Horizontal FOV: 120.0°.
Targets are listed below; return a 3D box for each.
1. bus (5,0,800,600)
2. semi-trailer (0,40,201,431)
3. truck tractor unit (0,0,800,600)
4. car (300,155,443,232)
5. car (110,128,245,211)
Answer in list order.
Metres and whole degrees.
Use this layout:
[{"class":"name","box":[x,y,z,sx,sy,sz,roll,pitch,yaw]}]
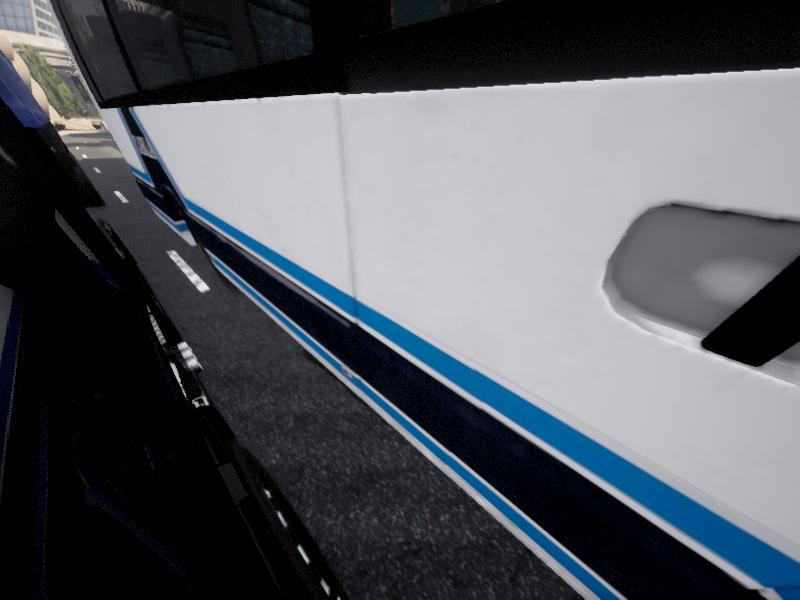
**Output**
[{"class":"bus","box":[-0.050,-1.735,2.468,10.273,4.253,3.944,28,43,30]},{"class":"semi-trailer","box":[-8.686,-3.588,4.274,14.254,4.402,2.717,28,43,30]},{"class":"truck tractor unit","box":[-2.645,-0.295,0.351,6.516,4.208,3.053,28,44,30]},{"class":"car","box":[-1.043,-3.674,7.481,4.181,1.385,1.994,28,43,30]},{"class":"car","box":[-7.709,-4.703,8.012,4.605,1.855,1.932,28,43,30]}]
